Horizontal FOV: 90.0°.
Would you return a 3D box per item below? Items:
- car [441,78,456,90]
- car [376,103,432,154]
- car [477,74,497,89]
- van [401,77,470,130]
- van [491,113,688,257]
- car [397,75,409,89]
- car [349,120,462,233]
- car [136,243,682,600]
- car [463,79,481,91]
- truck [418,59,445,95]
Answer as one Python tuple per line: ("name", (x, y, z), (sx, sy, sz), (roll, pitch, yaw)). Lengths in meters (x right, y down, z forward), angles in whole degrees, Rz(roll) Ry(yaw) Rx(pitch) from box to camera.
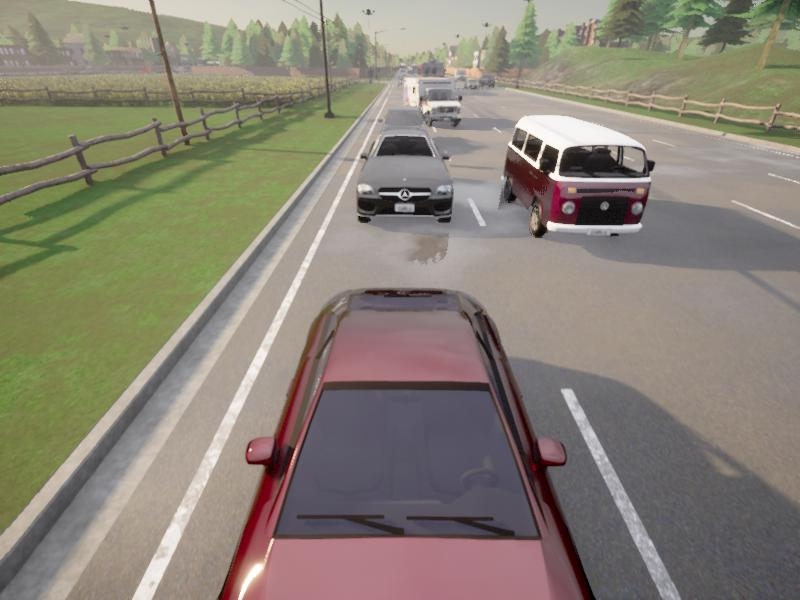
("car", (7.458, -33.566, 62.036), (1.845, 1.501, 3.633), (0, 31, 0))
("car", (0.161, -7.735, 17.802), (2.163, 1.488, 4.792), (0, 30, 0))
("car", (14.495, -36.702, 67.021), (2.150, 2.045, 5.566), (0, 30, 0))
("van", (1.931, -12.233, 24.585), (2.351, 2.431, 6.366), (-6, 31, -11))
("van", (3.607, -2.813, 8.872), (2.069, 2.038, 4.480), (1, 30, 0))
("car", (0.473, -34.844, 63.824), (1.932, 1.855, 4.605), (0, 30, 0))
("car", (0.114, -3.413, 10.262), (2.152, 1.651, 5.027), (0, 30, 0))
("car", (0.035, 1.038, 2.931), (1.994, 1.385, 4.181), (0, 30, 0))
("car", (10.954, -33.019, 61.259), (1.970, 1.475, 3.806), (0, 30, 0))
("truck", (3.896, -28.842, 51.660), (2.891, 3.827, 8.468), (0, 30, 0))
